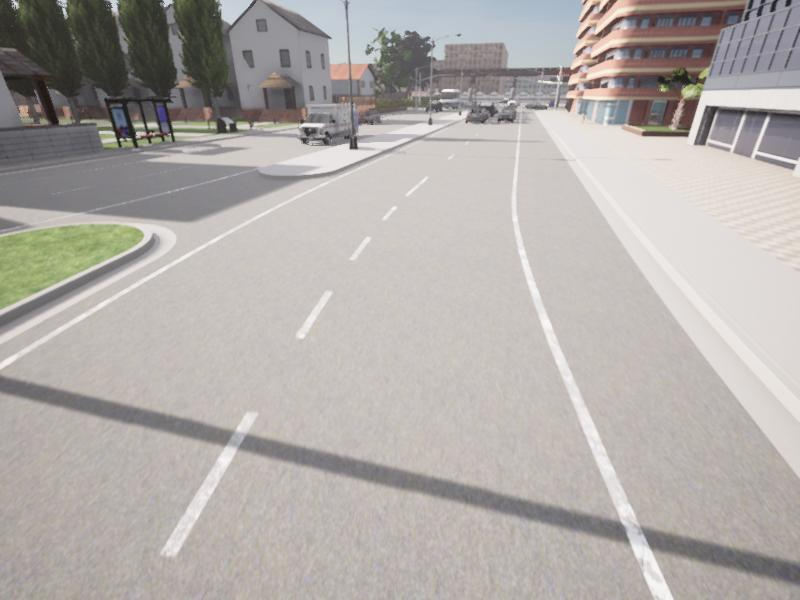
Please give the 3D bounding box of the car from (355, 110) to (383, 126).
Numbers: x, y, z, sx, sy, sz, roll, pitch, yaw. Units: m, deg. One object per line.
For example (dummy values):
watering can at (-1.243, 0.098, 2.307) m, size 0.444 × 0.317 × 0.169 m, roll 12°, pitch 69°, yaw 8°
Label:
car at (-3.509, -20.933, 45.877) m, size 1.816 × 1.474 × 4.193 m, roll 7°, pitch 28°, yaw 14°

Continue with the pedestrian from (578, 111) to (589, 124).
pedestrian at (20.039, -19.945, 43.712) m, size 0.751 × 1.300 × 0.751 m, roll 7°, pitch 28°, yaw 13°

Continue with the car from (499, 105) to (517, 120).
car at (14.988, -26.014, 55.446) m, size 2.097 × 1.767 × 4.553 m, roll 7°, pitch 28°, yaw 14°

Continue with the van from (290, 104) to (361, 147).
van at (-5.070, -12.678, 28.725) m, size 2.351 × 2.431 × 6.366 m, roll 7°, pitch 28°, yaw 14°

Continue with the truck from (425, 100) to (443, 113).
truck at (6.723, -38.339, 79.156) m, size 2.390 × 2.098 × 6.274 m, roll 7°, pitch 28°, yaw 14°

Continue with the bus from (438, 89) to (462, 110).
bus at (12.212, -48.275, 96.182) m, size 3.944 × 4.253 × 10.273 m, roll 7°, pitch 28°, yaw 14°

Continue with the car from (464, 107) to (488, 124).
car at (9.341, -22.580, 48.873) m, size 2.242 × 1.667 × 4.611 m, roll 7°, pitch 28°, yaw 13°

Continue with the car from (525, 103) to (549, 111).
car at (30.551, -43.259, 89.488) m, size 4.902 × 1.511 × 2.128 m, roll 7°, pitch 28°, yaw 13°

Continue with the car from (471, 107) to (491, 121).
car at (11.129, -25.508, 54.749) m, size 2.038 × 1.542 × 4.974 m, roll 7°, pitch 28°, yaw 14°

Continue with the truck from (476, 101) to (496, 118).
truck at (13.429, -29.614, 62.132) m, size 2.390 × 2.098 × 6.274 m, roll 7°, pitch 28°, yaw 14°

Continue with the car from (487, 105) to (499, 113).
car at (17.834, -36.631, 76.701) m, size 1.895 × 1.301 × 4.718 m, roll 7°, pitch 28°, yaw 14°

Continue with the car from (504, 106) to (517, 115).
car at (19.220, -32.878, 69.378) m, size 1.895 × 1.301 × 4.718 m, roll 7°, pitch 28°, yaw 14°

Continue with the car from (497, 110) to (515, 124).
car at (13.176, -22.756, 49.636) m, size 1.895 × 1.301 × 4.718 m, roll 7°, pitch 28°, yaw 13°
